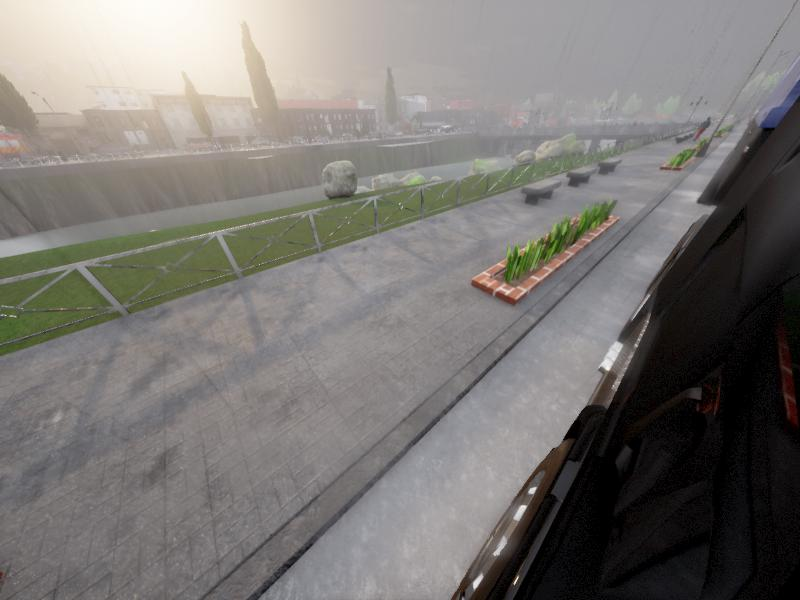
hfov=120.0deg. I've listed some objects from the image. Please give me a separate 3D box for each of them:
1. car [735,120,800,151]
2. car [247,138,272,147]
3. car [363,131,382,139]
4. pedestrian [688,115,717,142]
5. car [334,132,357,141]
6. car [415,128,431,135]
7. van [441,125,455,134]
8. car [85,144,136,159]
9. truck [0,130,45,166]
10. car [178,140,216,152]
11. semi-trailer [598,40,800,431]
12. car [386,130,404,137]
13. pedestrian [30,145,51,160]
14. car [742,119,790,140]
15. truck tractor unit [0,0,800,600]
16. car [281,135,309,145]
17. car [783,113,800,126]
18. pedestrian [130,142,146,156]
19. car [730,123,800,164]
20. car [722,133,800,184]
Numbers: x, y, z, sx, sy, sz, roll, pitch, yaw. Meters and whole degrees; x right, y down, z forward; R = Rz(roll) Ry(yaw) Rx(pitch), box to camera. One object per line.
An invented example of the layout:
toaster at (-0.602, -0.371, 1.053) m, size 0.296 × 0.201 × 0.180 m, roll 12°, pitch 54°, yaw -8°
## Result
car at (26.127, -11.714, 16.415) m, size 4.514 × 1.525 × 2.007 m, roll -28°, pitch 44°, yaw -30°
car at (-29.633, -33.312, 48.794) m, size 3.806 × 1.475 × 1.970 m, roll -28°, pitch 44°, yaw -30°
car at (-7.425, -45.235, 63.225) m, size 4.856 × 1.649 × 2.033 m, roll -28°, pitch 44°, yaw -30°
pedestrian at (27.326, -15.479, 20.884) m, size 0.751 × 1.860 × 0.751 m, roll -28°, pitch 44°, yaw -30°
car at (-13.805, -41.827, 59.067) m, size 5.238 × 1.638 × 1.930 m, roll -28°, pitch 44°, yaw -30°
car at (7.181, -52.981, 72.775) m, size 5.008 × 1.535 × 1.882 m, roll -28°, pitch 44°, yaw -30°
van at (15.322, -54.400, 73.753) m, size 4.480 × 2.038 × 2.069 m, roll -28°, pitch 44°, yaw -30°
car at (-46.794, -24.225, 37.573) m, size 4.856 × 1.649 × 2.033 m, roll -28°, pitch 44°, yaw -30°
truck at (-56.147, -20.141, 30.854) m, size 8.468 × 3.827 × 2.891 m, roll -28°, pitch 44°, yaw -30°
car at (-38.025, -28.899, 43.287) m, size 5.027 × 1.651 × 2.152 m, roll -28°, pitch 44°, yaw -30°
semi-trailer at (8.696, -3.606, 4.231) m, size 14.254 × 4.402 × 2.717 m, roll -28°, pitch 44°, yaw -30°
car at (-1.328, -48.465, 67.215) m, size 4.974 × 1.542 × 2.038 m, roll -28°, pitch 44°, yaw -30°
pedestrian at (-56.830, -23.270, 36.495) m, size 0.751 × 1.860 × 0.751 m, roll -20°, pitch 40°, yaw -22°
car at (34.398, -16.101, 21.814) m, size 4.193 × 1.474 × 1.816 m, roll -28°, pitch 44°, yaw -30°
truck tractor unit at (2.645, -0.295, 0.351) m, size 6.516 × 4.208 × 3.053 m, roll -28°, pitch 44°, yaw -30°
car at (-23.856, -36.465, 52.517) m, size 5.238 × 1.638 × 1.930 m, roll -28°, pitch 44°, yaw -30°
car at (64.945, -29.339, 37.467) m, size 4.611 × 1.667 × 2.242 m, roll -28°, pitch 44°, yaw -30°
pedestrian at (-42.906, -24.785, 37.849) m, size 0.751 × 1.860 × 0.751 m, roll -10°, pitch 37°, yaw -10°
car at (20.581, -8.757, 12.803) m, size 4.514 × 1.525 × 2.007 m, roll -28°, pitch 44°, yaw -30°
car at (15.666, -6.058, 9.655) m, size 4.181 × 1.385 × 1.994 m, roll -28°, pitch 43°, yaw -30°
